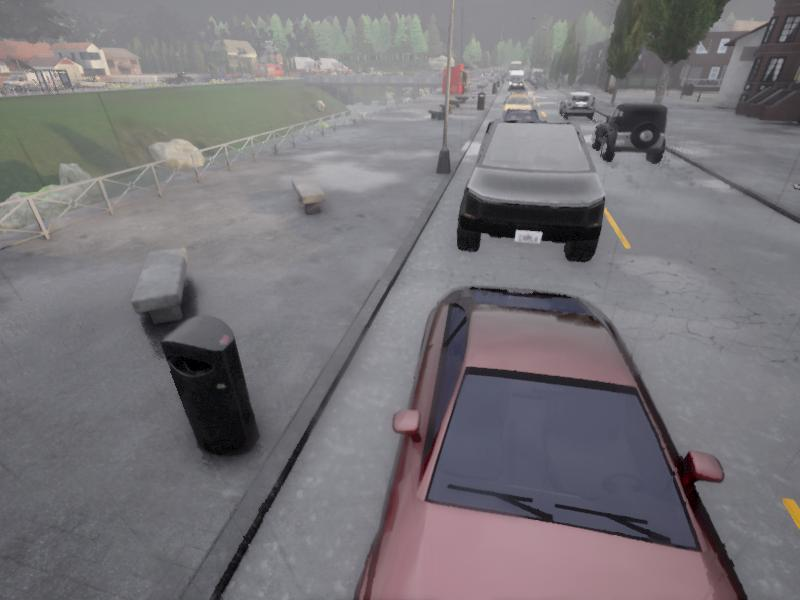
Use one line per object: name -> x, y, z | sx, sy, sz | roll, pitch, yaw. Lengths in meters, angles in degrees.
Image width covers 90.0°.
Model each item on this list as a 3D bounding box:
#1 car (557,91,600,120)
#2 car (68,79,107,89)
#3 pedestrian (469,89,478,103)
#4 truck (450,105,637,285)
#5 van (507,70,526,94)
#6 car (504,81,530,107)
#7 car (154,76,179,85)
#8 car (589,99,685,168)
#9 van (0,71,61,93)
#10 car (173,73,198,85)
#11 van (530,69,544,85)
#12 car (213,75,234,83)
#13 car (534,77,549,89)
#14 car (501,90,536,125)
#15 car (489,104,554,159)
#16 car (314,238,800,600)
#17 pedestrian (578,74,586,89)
car -> 12.199, -13.457, 27.581 | 1.970, 1.475, 3.806 | 7, 31, 12
car -> -49.405, -34.247, 63.409 | 1.895, 1.301, 4.718 | 7, 31, 12
pedestrian -> 6.717, -18.555, 36.433 | 0.500, 1.100, 0.500 | 21, 36, 31
truck -> 2.775, -2.830, 8.778 | 2.390, 2.098, 6.274 | 7, 31, 12
van -> 15.197, -28.566, 52.350 | 1.988, 2.561, 5.915 | 7, 31, 12
car -> 10.493, -18.587, 35.974 | 1.932, 1.855, 4.605 | 7, 30, 12
car -> -45.322, -42.660, 77.725 | 1.970, 1.475, 3.806 | 7, 31, 12
car -> 8.688, -6.426, 15.135 | 1.905, 1.878, 3.866 | 7, 31, 12
van -> -51.549, -30.342, 55.607 | 2.351, 2.431, 6.366 | 7, 31, 12
car -> -41.308, -42.649, 77.227 | 1.905, 1.878, 3.866 | 7, 31, 12
van -> 26.748, -43.819, 78.453 | 1.988, 2.561, 5.915 | 7, 31, 12
car -> -38.462, -48.326, 87.326 | 1.816, 1.474, 4.193 | 7, 31, 12
car -> 22.454, -34.568, 63.623 | 1.789, 1.549, 3.705 | 7, 31, 12
car -> 7.632, -12.583, 25.985 | 1.801, 1.575, 5.366 | 7, 31, 12
car -> 5.092, -7.336, 17.073 | 2.128, 1.511, 4.902 | 7, 31, 12
car -> 0.969, 1.012, 2.961 | 1.994, 1.385, 4.181 | 6, 30, 10
pedestrian -> 27.086, -32.574, 59.661 | 0.751, 1.860, 0.751 | 11, 32, 18
